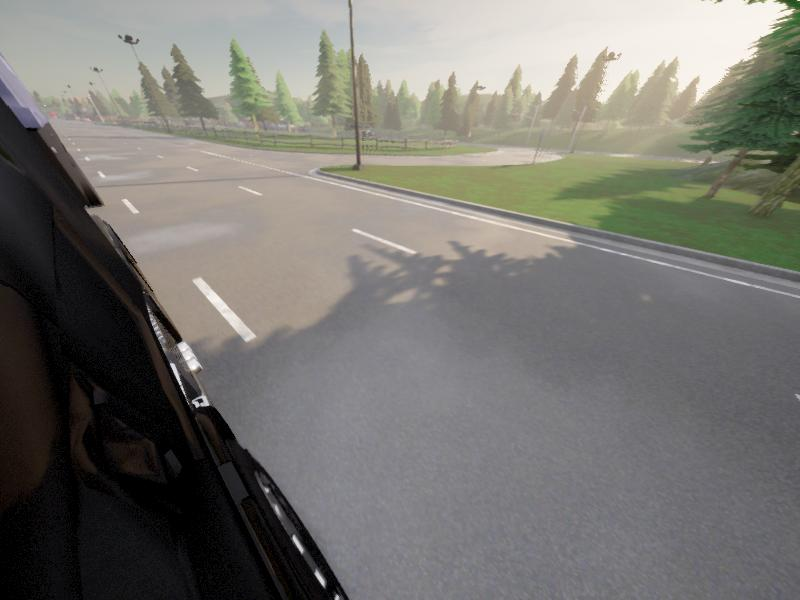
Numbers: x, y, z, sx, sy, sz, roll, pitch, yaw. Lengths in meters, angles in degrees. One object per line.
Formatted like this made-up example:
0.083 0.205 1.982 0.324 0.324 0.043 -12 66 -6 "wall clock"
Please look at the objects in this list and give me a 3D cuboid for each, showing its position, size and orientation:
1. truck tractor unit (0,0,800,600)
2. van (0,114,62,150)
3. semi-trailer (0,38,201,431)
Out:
-2.645 -0.295 0.351 6.516 4.208 3.053 28 44 30 "truck tractor unit"
-28.326 -12.914 17.763 4.442 1.987 1.775 28 43 30 "van"
-8.701 -3.575 4.263 14.254 4.402 2.717 28 43 30 "semi-trailer"
